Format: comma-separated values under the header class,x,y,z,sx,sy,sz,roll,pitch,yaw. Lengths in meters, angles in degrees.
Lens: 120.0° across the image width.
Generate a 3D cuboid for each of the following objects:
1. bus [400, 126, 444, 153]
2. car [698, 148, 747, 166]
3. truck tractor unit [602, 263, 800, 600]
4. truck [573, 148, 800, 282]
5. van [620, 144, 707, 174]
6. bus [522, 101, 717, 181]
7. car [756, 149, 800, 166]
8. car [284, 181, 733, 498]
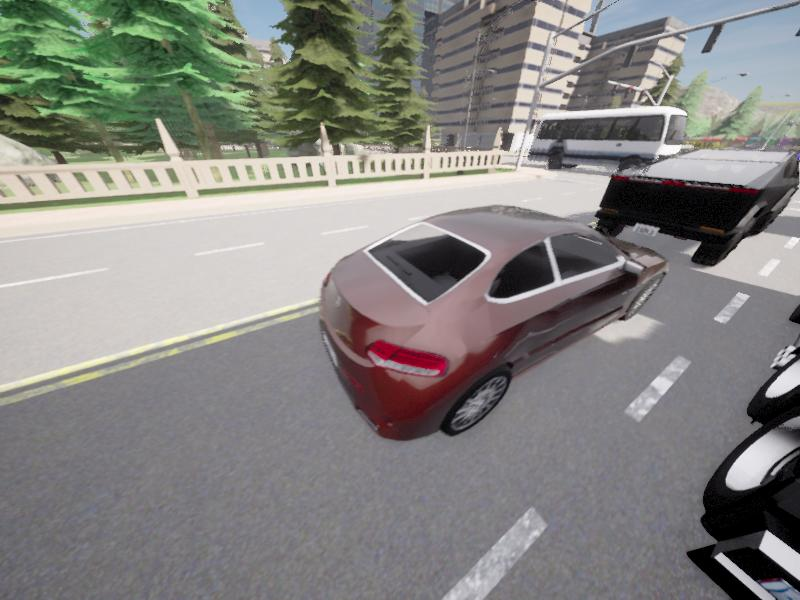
class,x,y,z,sx,sy,sz,roll,pitch,yaw
bus,4.170,-33.288,48.110,3.944,4.253,10.273,-18,38,-24
car,37.956,-16.882,27.181,4.514,1.525,2.007,-17,38,-23
truck tractor unit,5.115,-0.294,0.796,6.516,4.208,3.053,-18,39,-24
truck,8.000,-2.687,6.079,6.274,2.098,2.390,-18,39,-24
van,22.601,-12.368,20.186,4.442,1.987,1.775,24,42,30
bus,16.587,-13.131,19.249,3.944,4.253,10.273,-17,39,-24
car,44.215,-16.575,26.782,4.974,1.542,2.038,-18,39,-24
car,1.510,-0.375,3.129,5.027,1.651,2.152,-18,39,-24
